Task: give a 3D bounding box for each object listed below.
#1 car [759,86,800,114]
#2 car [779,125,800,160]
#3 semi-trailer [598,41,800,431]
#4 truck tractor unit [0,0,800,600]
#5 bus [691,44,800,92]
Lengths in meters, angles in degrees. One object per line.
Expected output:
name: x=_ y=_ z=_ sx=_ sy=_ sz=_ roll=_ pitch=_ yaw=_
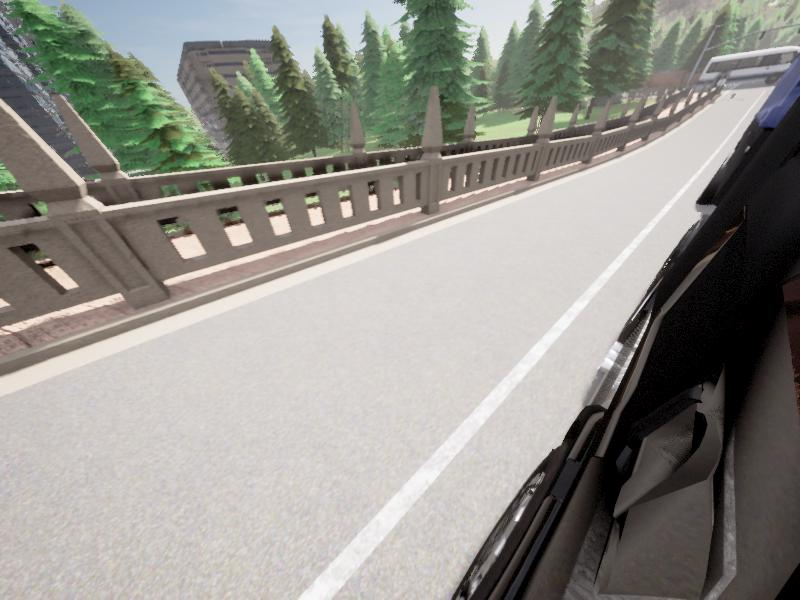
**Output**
car: x=38.781 y=-20.268 z=23.361 sx=5.366 sy=1.575 sz=1.801 roll=-33 pitch=46 yaw=-25
car: x=21.370 y=-7.908 z=11.324 sx=1.845 sy=1.501 sz=3.633 roll=25 pitch=47 yaw=32
semi-trailer: x=8.695 y=-3.605 z=4.235 sx=14.254 sy=4.402 sz=2.717 roll=-28 pitch=44 yaw=-30
truck tractor unit: x=2.645 y=-0.295 z=0.351 sx=6.516 sy=4.208 sz=3.053 roll=-28 pitch=44 yaw=-30
bus: x=57.489 y=-38.289 z=38.357 sx=3.944 sy=4.253 sz=10.273 roll=-37 pitch=48 yaw=-28
